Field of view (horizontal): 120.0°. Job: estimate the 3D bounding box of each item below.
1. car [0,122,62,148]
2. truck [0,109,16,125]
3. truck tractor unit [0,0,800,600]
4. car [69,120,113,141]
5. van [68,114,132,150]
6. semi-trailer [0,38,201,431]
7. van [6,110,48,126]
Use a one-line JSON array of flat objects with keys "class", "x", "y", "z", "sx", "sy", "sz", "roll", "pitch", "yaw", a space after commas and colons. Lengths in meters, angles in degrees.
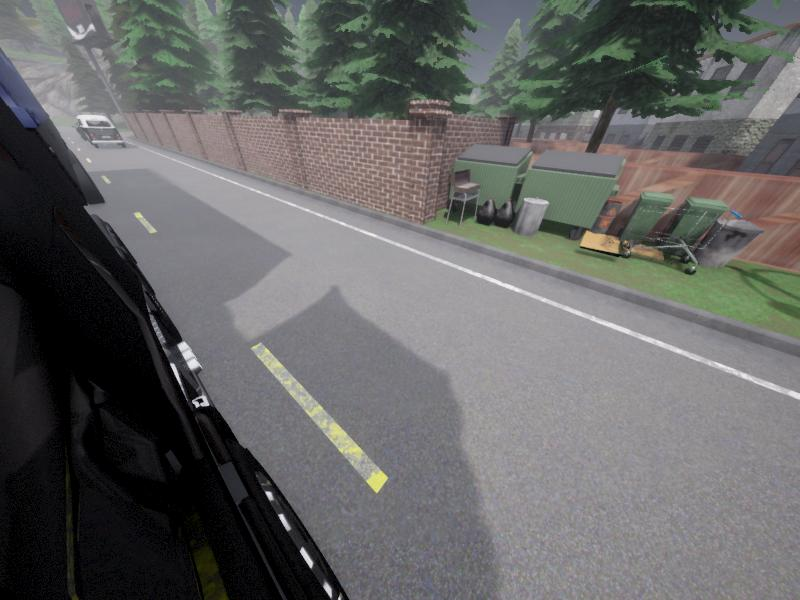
[{"class": "car", "x": -27.572, "y": -12.379, "z": 17.296, "sx": 4.181, "sy": 1.385, "sz": 1.994, "roll": 28, "pitch": 44, "yaw": 30}, {"class": "truck", "x": -68.230, "y": -30.205, "z": 37.928, "sx": 6.274, "sy": 2.098, "sz": 2.390, "roll": 9, "pitch": 37, "yaw": 8}, {"class": "truck tractor unit", "x": -2.645, "y": -0.295, "z": 0.351, "sx": 6.516, "sy": 4.208, "sz": 3.053, "roll": 28, "pitch": 44, "yaw": 30}, {"class": "car", "x": -30.762, "y": -16.868, "z": 22.987, "sx": 4.892, "sy": 1.490, "sz": 1.837, "roll": 28, "pitch": 44, "yaw": 30}, {"class": "van", "x": -23.687, "y": -13.324, "z": 18.244, "sx": 4.480, "sy": 2.038, "sz": 2.069, "roll": 28, "pitch": 44, "yaw": 30}, {"class": "semi-trailer", "x": -8.670, "y": -3.627, "z": 4.252, "sx": 14.254, "sy": 4.402, "sz": 2.717, "roll": 29, "pitch": 44, "yaw": 30}, {"class": "van", "x": -64.989, "y": -31.748, "z": 40.289, "sx": 4.442, "sy": 1.987, "sz": 1.775, "roll": 11, "pitch": 38, "yaw": 11}]
